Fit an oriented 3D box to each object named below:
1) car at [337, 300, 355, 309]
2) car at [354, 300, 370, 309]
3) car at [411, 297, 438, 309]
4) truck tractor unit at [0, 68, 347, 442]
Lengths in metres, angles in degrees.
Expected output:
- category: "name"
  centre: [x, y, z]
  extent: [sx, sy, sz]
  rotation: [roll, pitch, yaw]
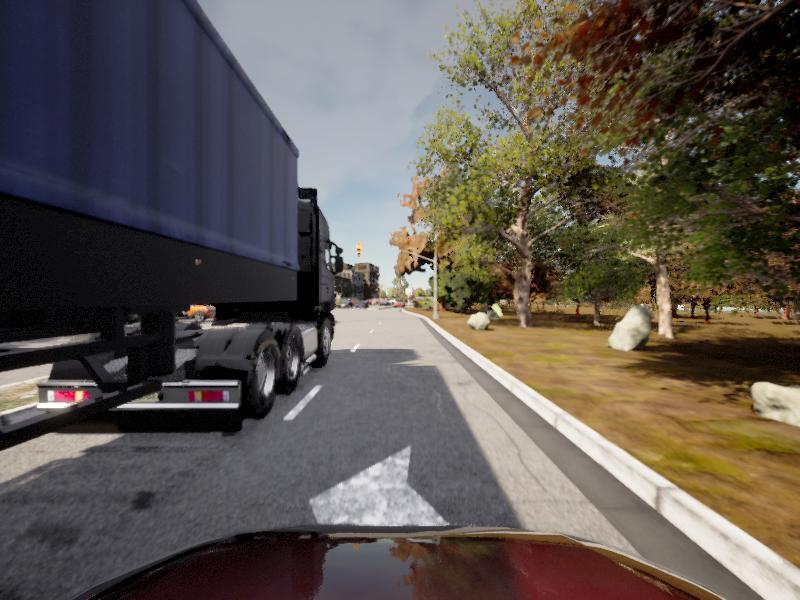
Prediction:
- category: "car"
  centre: [-9.321, 0.745, 69.342]
  extent: [2.128, 1.511, 4.902]
  rotation: [0, 0, 5]
- category: "car"
  centre: [-6.422, 0.754, 68.059]
  extent: [1.816, 1.474, 4.193]
  rotation: [0, 0, 5]
- category: "car"
  centre: [4.264, 0.473, 70.239]
  extent: [4.442, 1.987, 1.878]
  rotation: [1, 0, -14]
- category: "truck tractor unit"
  centre: [-3.003, -0.512, 7.762]
  extent: [3.053, 4.208, 6.516]
  rotation: [0, 0, 0]
